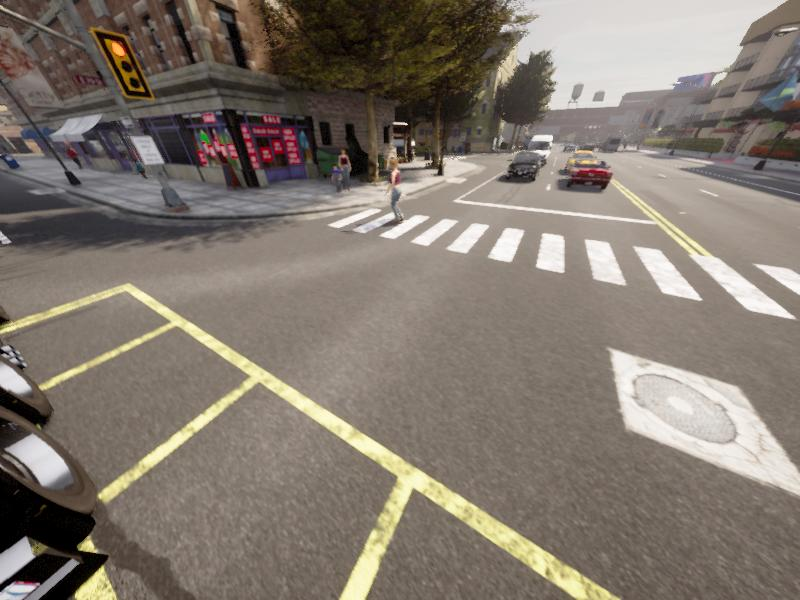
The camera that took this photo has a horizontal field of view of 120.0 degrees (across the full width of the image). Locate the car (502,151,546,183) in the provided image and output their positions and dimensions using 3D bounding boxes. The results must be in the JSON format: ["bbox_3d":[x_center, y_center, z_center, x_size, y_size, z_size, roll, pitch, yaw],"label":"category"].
[{"bbox_3d":[8.679,-9.307,15.986,1.837,1.490,4.892,18,39,24],"label":"car"}]

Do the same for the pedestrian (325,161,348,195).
[{"bbox_3d":[-2.903,-5.646,10.696,0.751,1.300,0.751,-4,35,-5],"label":"pedestrian"}]

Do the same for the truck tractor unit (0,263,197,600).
[{"bbox_3d":[-5.114,-0.298,0.780,6.516,4.208,3.053,18,39,24],"label":"truck tractor unit"}]

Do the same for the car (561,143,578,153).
[{"bbox_3d":[32.599,-29.369,44.571,2.128,1.511,4.902,18,39,24],"label":"car"}]

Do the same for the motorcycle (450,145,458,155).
[{"bbox_3d":[9.342,-26.079,40.034,0.764,1.277,2.356,-9,34,6],"label":"motorcycle"}]

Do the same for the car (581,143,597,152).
[{"bbox_3d":[38.255,-31.018,46.901,1.837,1.490,4.892,18,38,24],"label":"car"}]

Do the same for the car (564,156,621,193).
[{"bbox_3d":[10.943,-7.465,13.493,1.895,1.301,4.718,18,39,24],"label":"car"}]

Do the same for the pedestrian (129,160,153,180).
[{"bbox_3d":[-16.913,-8.483,15.077,0.500,1.100,0.500,17,38,23],"label":"pedestrian"}]

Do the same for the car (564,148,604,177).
[{"bbox_3d":[14.355,-11.021,18.321,1.801,1.575,5.366,18,39,24],"label":"car"}]

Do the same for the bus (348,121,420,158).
[{"bbox_3d":[-2.564,-24.687,35.774,10.273,4.253,3.944,18,39,24],"label":"bus"}]

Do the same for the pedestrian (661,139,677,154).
[{"bbox_3d":[41.551,-23.689,35.712,0.751,1.860,0.751,15,38,21],"label":"pedestrian"}]

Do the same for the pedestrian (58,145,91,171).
[{"bbox_3d":[-27.927,-12.186,19.834,0.751,1.860,0.751,19,39,25],"label":"pedestrian"}]

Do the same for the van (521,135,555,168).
[{"bbox_3d":[14.055,-15.156,23.426,1.988,2.561,5.915,18,39,24],"label":"van"}]

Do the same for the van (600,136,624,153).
[{"bbox_3d":[41.144,-30.321,44.954,1.988,2.561,5.915,18,39,24],"label":"van"}]

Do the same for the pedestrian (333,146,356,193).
[{"bbox_3d":[-2.634,-6.226,11.037,0.751,1.860,0.751,-12,37,-17],"label":"pedestrian"}]

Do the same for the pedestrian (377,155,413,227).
[{"bbox_3d":[-0.132,-3.333,7.123,0.751,1.860,0.751,18,39,24],"label":"pedestrian"}]
